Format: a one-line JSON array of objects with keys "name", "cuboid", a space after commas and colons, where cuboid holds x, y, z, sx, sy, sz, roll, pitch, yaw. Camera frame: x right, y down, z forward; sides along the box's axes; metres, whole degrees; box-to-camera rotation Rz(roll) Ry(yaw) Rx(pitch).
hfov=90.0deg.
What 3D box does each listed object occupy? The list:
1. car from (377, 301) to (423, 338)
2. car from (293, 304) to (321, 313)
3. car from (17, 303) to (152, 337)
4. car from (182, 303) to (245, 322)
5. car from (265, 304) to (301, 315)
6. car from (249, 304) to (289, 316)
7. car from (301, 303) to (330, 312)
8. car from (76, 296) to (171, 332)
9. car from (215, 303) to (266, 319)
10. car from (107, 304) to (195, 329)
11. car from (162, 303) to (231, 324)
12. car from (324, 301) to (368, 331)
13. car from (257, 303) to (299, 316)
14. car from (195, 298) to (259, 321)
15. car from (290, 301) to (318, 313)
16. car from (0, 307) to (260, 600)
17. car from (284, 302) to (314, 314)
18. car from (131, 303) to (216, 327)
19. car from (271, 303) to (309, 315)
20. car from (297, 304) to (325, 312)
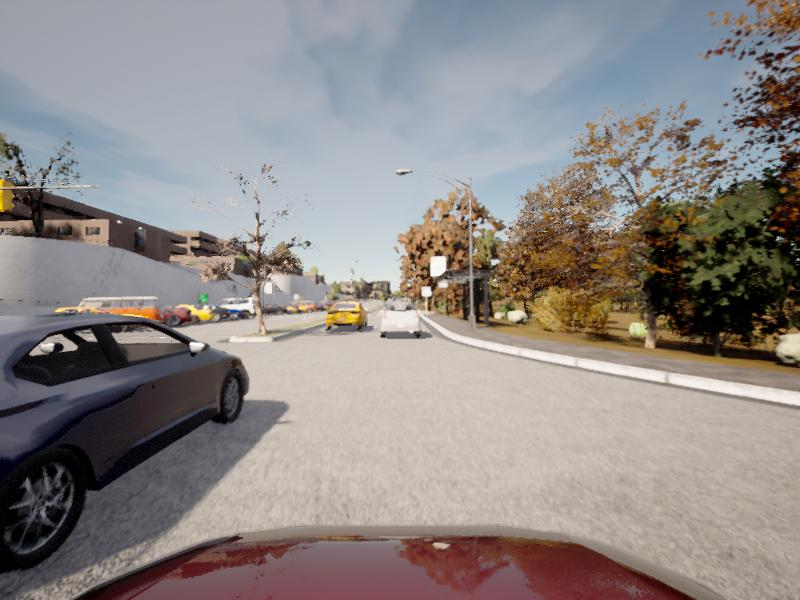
[{"name": "car", "cuboid": [0.018, 0.803, 18.024, 1.845, 1.501, 3.633, -1, 0, 0]}, {"name": "car", "cuboid": [-16.740, 1.478, 72.234, 4.674, 1.452, 2.002, -1, 0, -20]}, {"name": "car", "cuboid": [-16.709, 1.022, 21.597, 5.366, 1.575, 1.946, -1, -1, -20]}, {"name": "car", "cuboid": [-16.848, 1.105, 36.445, 5.008, 1.535, 2.097, -1, -1, -20]}, {"name": "car", "cuboid": [-16.812, 1.322, 57.304, 4.792, 1.488, 2.163, -1, 0, -20]}, {"name": "car", "cuboid": [-16.797, 1.266, 51.351, 4.674, 1.452, 2.002, -1, 0, -20]}, {"name": "car", "cuboid": [-16.557, 1.461, 78.276, 5.366, 1.575, 1.946, -1, 0, -20]}, {"name": "car", "cuboid": [-16.770, 0.814, 24.557, 4.442, 1.987, 1.878, -1, -1, -20]}, {"name": "car", "cuboid": [-16.836, 1.148, 42.411, 4.892, 1.521, 2.231, -1, -1, -20]}, {"name": "car", "cuboid": [-16.891, 1.087, 27.482, 4.792, 1.488, 2.163, -1, 0, -20]}, {"name": "car", "cuboid": [-16.843, 1.088, 33.460, 4.892, 1.521, 2.231, -1, 0, -20]}, {"name": "car", "cuboid": [-2.972, 0.859, 23.125, 1.882, 1.535, 5.008, -1, 0, 0]}, {"name": "car", "cuboid": [-16.621, 1.250, 54.399, 5.366, 1.575, 1.946, -1, -1, -20]}, {"name": "car", "cuboid": [-16.866, 0.873, 39.412, 5.566, 2.045, 2.435, -1, 0, -20]}, {"name": "car", "cuboid": [-16.651, 1.191, 69.304, 4.442, 1.987, 1.878, -1, -1, -20]}, {"name": "car", "cuboid": [-2.996, 0.852, 3.855, 1.816, 1.474, 4.193, 0, 0, 0]}, {"name": "car", "cuboid": [-16.735, 1.264, 66.276, 4.553, 1.767, 2.185, -1, 0, -20]}, {"name": "car", "cuboid": [-17.032, 1.072, 30.413, 5.366, 1.575, 1.946, -1, 0, -20]}, {"name": "car", "cuboid": [-16.604, 1.320, 60.365, 5.366, 1.575, 1.946, -1, -1, -20]}, {"name": "car", "cuboid": [-16.763, 1.489, 75.207, 4.792, 1.488, 2.163, -1, 0, -20]}]
